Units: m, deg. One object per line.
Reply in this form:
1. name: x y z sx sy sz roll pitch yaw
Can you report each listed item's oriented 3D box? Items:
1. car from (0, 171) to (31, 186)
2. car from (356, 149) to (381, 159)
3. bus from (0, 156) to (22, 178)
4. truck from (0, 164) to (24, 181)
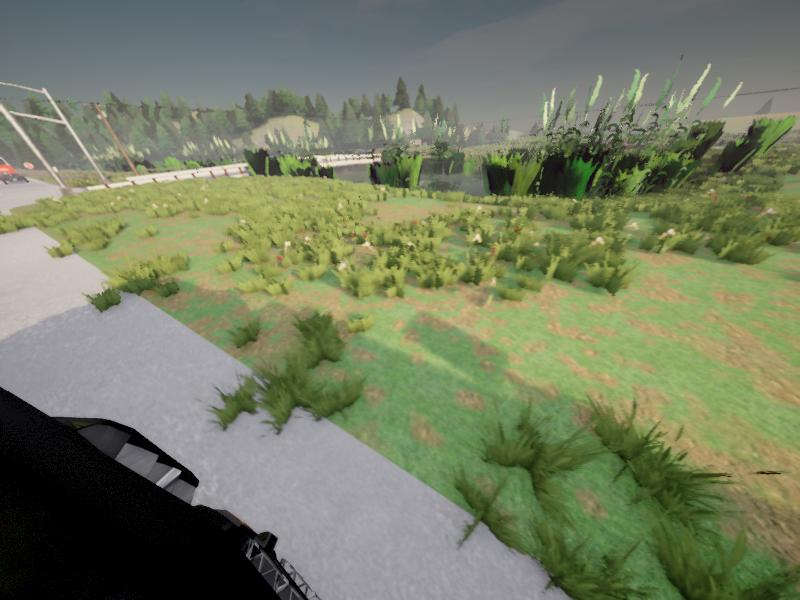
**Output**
1. car: -59.007 -18.609 35.235 5.027 1.651 2.152 18 39 28
2. car: -5.662 -26.312 41.624 1.994 1.385 4.181 22 39 32
3. bus: -96.637 -31.956 55.588 10.273 4.253 3.944 18 39 28
4. truck: -76.489 -24.756 44.811 5.204 2.467 2.627 18 39 28
